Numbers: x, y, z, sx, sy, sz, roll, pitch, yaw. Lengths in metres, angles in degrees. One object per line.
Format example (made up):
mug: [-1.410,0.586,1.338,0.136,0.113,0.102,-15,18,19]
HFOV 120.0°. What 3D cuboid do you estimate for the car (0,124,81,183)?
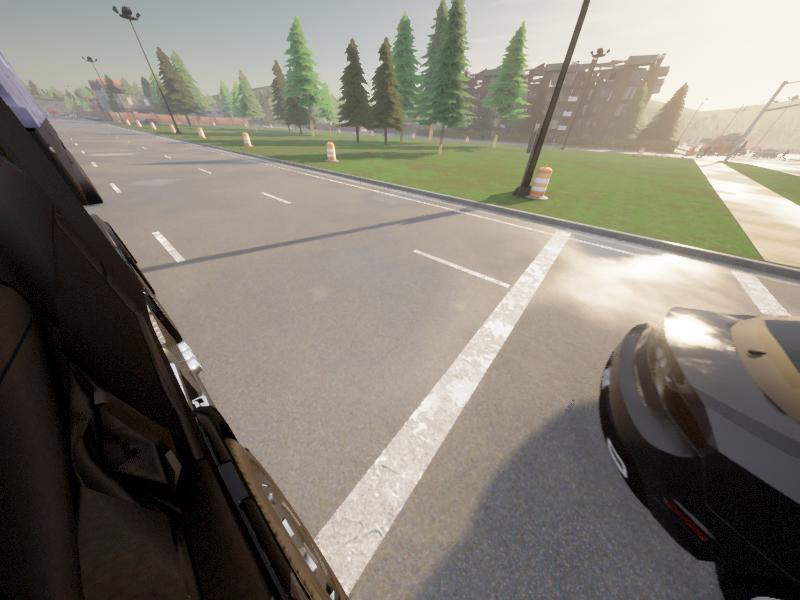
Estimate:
car: [-16.031,-6.392,9.827,5.027,1.651,2.152,28,44,30]

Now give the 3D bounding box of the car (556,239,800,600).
car: [3.681,1.460,0.678,4.892,1.490,1.837,28,44,30]

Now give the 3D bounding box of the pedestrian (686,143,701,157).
pedestrian: [50.514,-25.851,39.765,0.751,1.860,0.751,28,44,30]

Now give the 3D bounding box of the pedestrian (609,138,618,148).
pedestrian: [47.422,-34.857,51.347,0.751,1.860,0.751,30,45,31]

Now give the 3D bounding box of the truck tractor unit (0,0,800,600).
truck tractor unit: [-2.645,-0.295,0.351,6.516,4.208,3.053,28,44,30]

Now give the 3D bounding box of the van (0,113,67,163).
van: [-20.774,-9.081,12.807,4.442,1.987,1.775,28,44,30]

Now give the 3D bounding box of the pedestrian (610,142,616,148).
pedestrian: [47.909,-34.753,51.873,0.500,1.100,0.500,25,42,27]

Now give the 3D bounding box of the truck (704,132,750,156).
truck: [70.146,-33.675,49.855,2.891,3.827,8.468,28,44,30]

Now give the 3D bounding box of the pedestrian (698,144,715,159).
pedestrian: [48.306,-23.460,36.430,0.751,1.860,0.751,28,44,30]

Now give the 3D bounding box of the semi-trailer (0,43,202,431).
semi-trailer: [-8.690,-3.613,4.232,14.254,4.402,2.717,28,44,30]

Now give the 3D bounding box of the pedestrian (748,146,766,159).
pedestrian: [63.361,-26.165,40.993,0.751,1.860,0.751,24,42,26]
